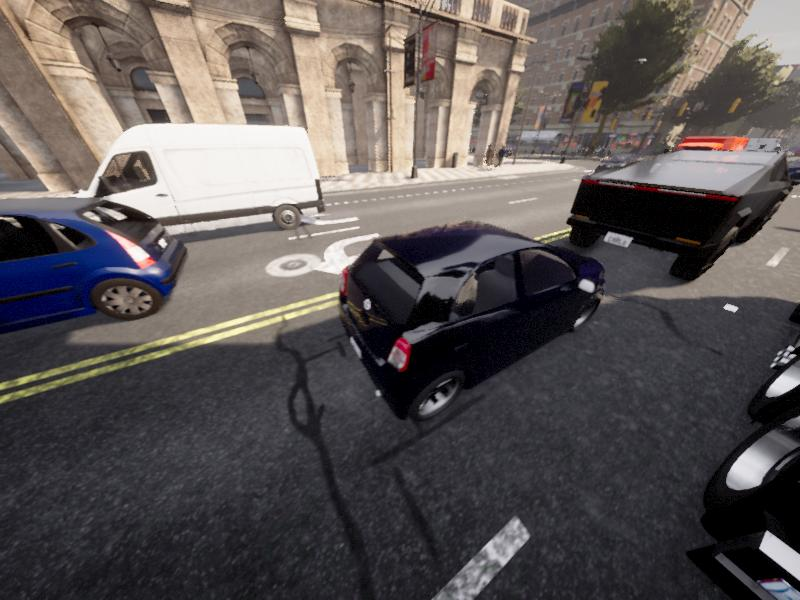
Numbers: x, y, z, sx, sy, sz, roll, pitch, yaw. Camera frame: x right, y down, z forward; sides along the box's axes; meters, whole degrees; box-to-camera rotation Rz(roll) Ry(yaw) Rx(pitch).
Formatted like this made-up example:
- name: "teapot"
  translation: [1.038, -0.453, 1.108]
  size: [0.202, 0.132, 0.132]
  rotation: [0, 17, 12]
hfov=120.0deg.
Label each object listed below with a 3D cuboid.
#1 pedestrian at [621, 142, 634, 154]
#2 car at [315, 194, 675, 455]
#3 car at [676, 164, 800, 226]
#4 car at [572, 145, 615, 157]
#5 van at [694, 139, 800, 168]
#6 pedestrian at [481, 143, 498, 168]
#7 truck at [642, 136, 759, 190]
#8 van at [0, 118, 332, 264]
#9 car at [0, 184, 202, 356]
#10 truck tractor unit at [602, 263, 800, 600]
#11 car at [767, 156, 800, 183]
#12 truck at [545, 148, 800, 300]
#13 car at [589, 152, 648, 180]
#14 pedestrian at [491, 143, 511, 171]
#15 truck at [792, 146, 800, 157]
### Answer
- name: "pedestrian"
  translation: [40.620, -27.132, 41.260]
  size: [0.751, 1.860, 0.751]
  rotation: [-15, 38, -20]
- name: "car"
  translation: [1.117, -0.226, 2.989]
  size: [3.633, 1.501, 1.845]
  rotation: [-18, 39, -24]
- name: "car"
  translation: [12.806, -4.046, 8.591]
  size: [3.806, 1.475, 1.970]
  rotation: [-18, 39, -25]
- name: "car"
  translation: [32.745, -25.373, 39.276]
  size: [2.038, 1.542, 4.974]
  rotation: [-19, 39, -26]
- name: "van"
  translation: [36.693, -15.545, 24.415]
  size: [6.366, 2.431, 2.351]
  rotation: [8, 36, 10]
- name: "pedestrian"
  translation: [7.857, -12.746, 20.404]
  size: [0.751, 1.860, 0.751]
  rotation: [-13, 37, -18]
- name: "truck"
  translation: [18.550, -8.647, 14.364]
  size: [5.204, 2.467, 2.627]
  rotation: [-18, 39, -24]
- name: "van"
  translation: [-5.274, -3.184, 6.313]
  size: [5.915, 2.561, 1.988]
  rotation: [-18, 39, -24]
- name: "car"
  translation: [-5.594, -0.393, 3.118]
  size: [3.988, 1.617, 1.851]
  rotation: [-18, 39, -24]
- name: "truck tractor unit"
  translation: [5.114, -0.295, 0.795]
  size: [6.516, 4.208, 3.053]
  rotation: [-18, 39, -24]
- name: "car"
  translation: [28.183, -9.105, 16.046]
  size: [4.181, 1.385, 1.994]
  rotation: [-18, 39, -24]
- name: "truck"
  translation: [6.911, -2.347, 5.573]
  size: [6.274, 2.098, 2.390]
  rotation: [-18, 39, -24]
- name: "car"
  translation: [16.016, -9.885, 16.943]
  size: [3.633, 1.501, 1.845]
  rotation: [-22, 41, -29]
- name: "pedestrian"
  translation: [8.119, -11.475, 18.582]
  size: [0.751, 1.860, 0.751]
  rotation: [-13, 37, -18]
- name: "truck"
  translation: [74.570, -27.820, 41.043]
  size: [8.468, 3.827, 2.891]
  rotation: [-18, 39, -25]
